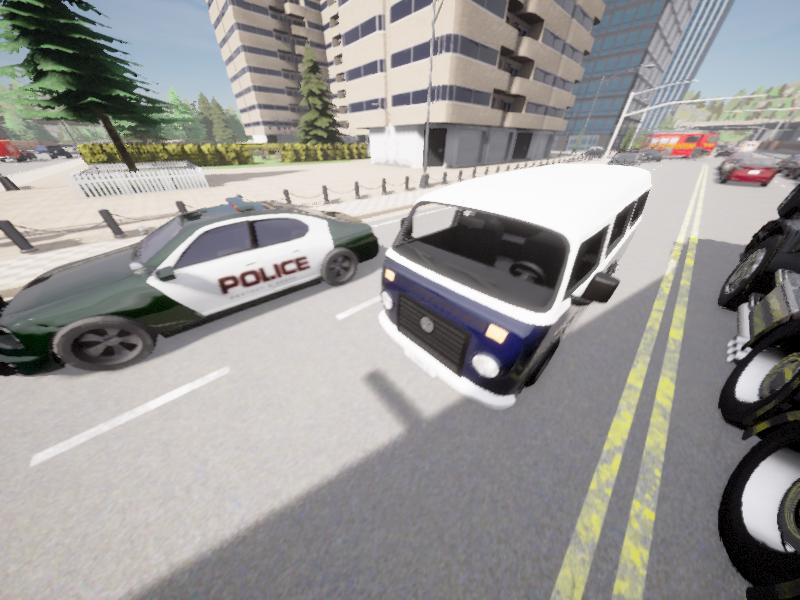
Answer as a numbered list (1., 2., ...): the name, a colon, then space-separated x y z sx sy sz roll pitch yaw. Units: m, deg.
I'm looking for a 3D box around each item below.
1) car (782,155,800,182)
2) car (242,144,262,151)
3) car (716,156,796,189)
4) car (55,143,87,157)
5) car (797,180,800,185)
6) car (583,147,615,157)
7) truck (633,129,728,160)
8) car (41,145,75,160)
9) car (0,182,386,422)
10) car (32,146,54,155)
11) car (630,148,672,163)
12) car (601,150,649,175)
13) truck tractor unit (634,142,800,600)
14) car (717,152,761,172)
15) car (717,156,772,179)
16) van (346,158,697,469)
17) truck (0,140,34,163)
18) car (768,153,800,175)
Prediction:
1. car: 30.346 -9.552 16.773 4.674 1.442 1.812 -27 43 -33
2. car: -45.447 -46.715 70.886 4.611 1.667 2.242 -27 43 -33
3. car: 23.052 -8.525 15.237 4.792 1.488 2.163 -27 43 -33
4. car: -61.812 -28.305 43.555 2.150 2.045 5.566 -27 43 -33
5. car: 25.530 -7.145 13.174 5.008 1.535 1.882 -27 43 -34
6. car: 36.225 -26.969 42.076 1.970 1.475 3.806 -29 44 -35
7. truck: 44.490 -24.999 37.173 8.468 3.827 2.891 12 36 17
8. car: -54.652 -23.699 36.986 1.905 1.878 3.866 -27 43 -33
9. car: -2.848 -0.749 3.822 4.974 1.542 2.038 -26 42 -33
10. car: -78.912 -33.181 51.105 5.008 1.535 1.882 22 40 28
11. car: 35.148 -20.425 32.556 2.038 1.542 4.974 10 36 17
12. car: 20.784 -12.748 21.257 5.238 1.638 1.930 -26 42 -34
13. truck tractor unit: 4.884 -0.480 1.046 6.516 4.208 3.053 -27 42 -33
14. car: 32.978 -13.544 22.603 4.674 1.442 1.812 -27 43 -33
15. car: 27.795 -10.851 18.799 4.718 1.301 1.895 -27 43 -33
16. van: 1.869 -0.677 3.270 4.480 2.038 2.069 -27 43 -33
17. truck: -52.703 -19.742 30.681 2.627 2.467 5.204 -27 43 -34
18. car: 35.756 -12.268 20.786 5.357 1.411 2.033 -27 43 -33
